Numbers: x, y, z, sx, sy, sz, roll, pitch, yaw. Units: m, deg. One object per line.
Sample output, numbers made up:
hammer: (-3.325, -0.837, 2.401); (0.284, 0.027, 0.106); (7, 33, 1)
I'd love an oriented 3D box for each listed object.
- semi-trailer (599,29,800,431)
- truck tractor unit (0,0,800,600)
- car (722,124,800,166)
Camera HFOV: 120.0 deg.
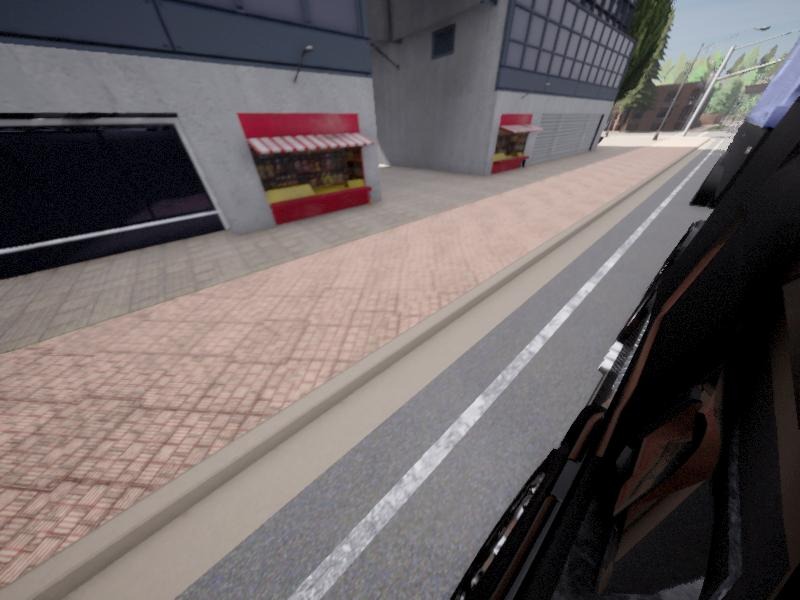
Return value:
semi-trailer: (8.638, -3.621, 4.325); (14.254, 4.402, 2.717); (-29, 44, -31)
truck tractor unit: (2.645, -0.295, 0.351); (6.516, 4.208, 3.053); (-28, 44, -30)
car: (20.500, -8.880, 13.073); (5.238, 1.638, 1.930); (-28, 43, -31)
